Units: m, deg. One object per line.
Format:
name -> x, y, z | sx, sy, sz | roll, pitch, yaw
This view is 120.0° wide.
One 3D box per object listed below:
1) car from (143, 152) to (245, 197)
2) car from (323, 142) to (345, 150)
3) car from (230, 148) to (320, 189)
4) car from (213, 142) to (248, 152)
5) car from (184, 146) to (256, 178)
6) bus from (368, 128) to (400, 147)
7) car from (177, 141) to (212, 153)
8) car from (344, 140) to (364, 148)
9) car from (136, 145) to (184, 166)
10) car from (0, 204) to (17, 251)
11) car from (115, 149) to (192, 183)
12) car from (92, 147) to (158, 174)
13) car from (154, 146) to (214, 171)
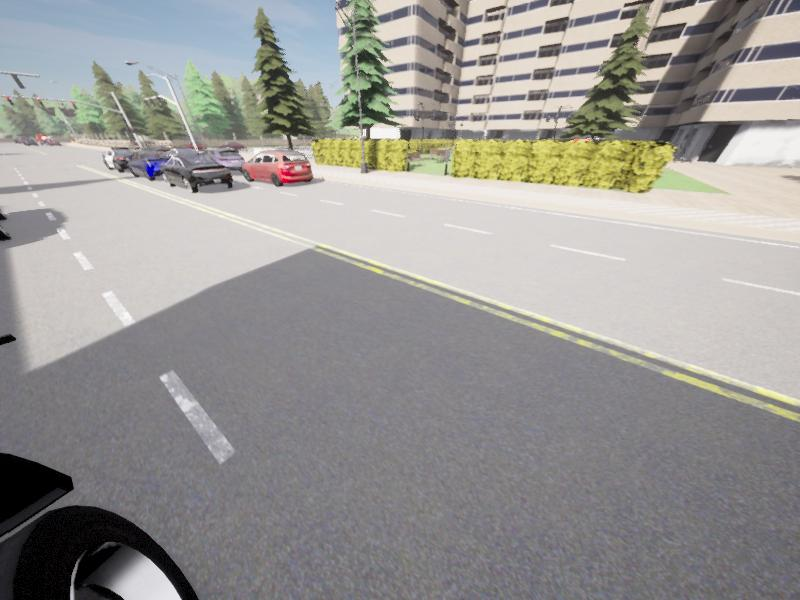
car -> -10.645, -6.626, 11.952 | 4.902, 1.511, 2.128 | 22, 41, 28
car -> -14.858, -34.863, 52.151 | 1.994, 1.385, 4.181 | 26, 43, 32
car -> -7.252, -7.780, 13.474 | 4.611, 1.667, 2.242 | 22, 40, 27
car -> -30.994, -28.089, 42.367 | 1.812, 1.442, 4.674 | 22, 41, 28
car -> -13.034, -10.086, 16.749 | 4.856, 1.649, 2.033 | 22, 41, 28
bus -> -4.436, -47.764, 68.036 | 3.944, 4.253, 10.273 | 22, 41, 28
car -> -36.388, -27.294, 41.064 | 1.851, 1.617, 3.988 | 24, 41, 29
car -> -11.863, -40.441, 59.869 | 2.152, 1.651, 5.027 | 22, 41, 28
car -> -23.840, -14.433, 22.946 | 4.514, 1.525, 2.007 | 23, 41, 29
car -> -12.058, -2.343, 5.748 | 5.238, 1.638, 1.930 | 22, 40, 28
car -> -15.882, -8.737, 14.905 | 4.514, 1.525, 2.007 | 22, 41, 28
car -> -21.620, -11.046, 18.146 | 4.974, 1.542, 2.038 | 22, 41, 28
car -> -18.751, -12.345, 20.007 | 4.974, 1.542, 2.038 | 22, 41, 28
